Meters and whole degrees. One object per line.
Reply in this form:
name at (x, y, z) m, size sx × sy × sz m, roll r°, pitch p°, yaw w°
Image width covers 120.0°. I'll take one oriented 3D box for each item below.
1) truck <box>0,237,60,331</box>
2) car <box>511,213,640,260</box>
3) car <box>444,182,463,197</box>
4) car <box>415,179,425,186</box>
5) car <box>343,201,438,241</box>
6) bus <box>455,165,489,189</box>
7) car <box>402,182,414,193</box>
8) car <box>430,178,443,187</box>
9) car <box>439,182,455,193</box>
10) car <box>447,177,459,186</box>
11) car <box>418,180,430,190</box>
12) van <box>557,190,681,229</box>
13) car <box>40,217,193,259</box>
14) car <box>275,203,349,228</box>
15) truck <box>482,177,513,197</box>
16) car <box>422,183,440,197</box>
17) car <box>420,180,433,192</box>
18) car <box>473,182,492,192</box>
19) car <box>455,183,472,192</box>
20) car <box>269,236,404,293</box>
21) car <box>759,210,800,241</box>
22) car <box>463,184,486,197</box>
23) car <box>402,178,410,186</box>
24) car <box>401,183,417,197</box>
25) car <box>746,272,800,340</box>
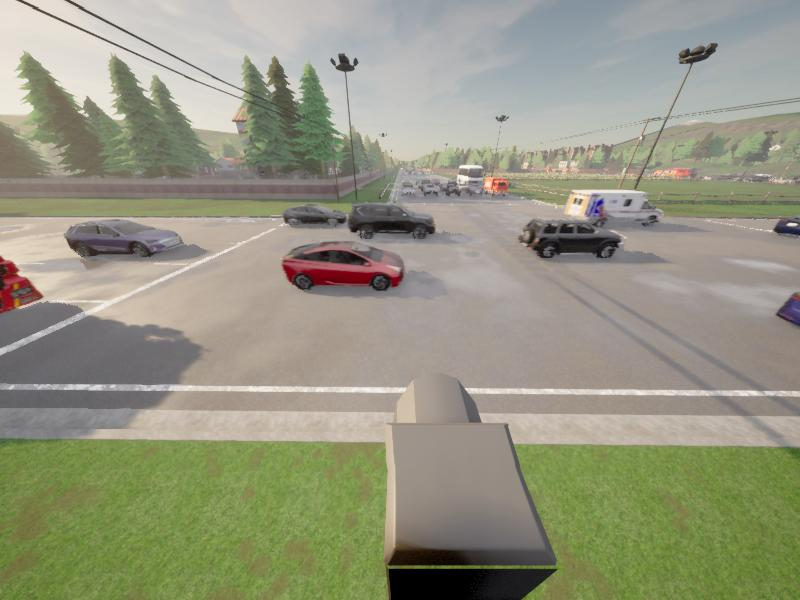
truck at (-15.504, -0.746, 5.474) m, size 8.468 × 3.827 × 2.891 m, roll 0°, pitch 30°, yaw 1°
car at (8.593, -3.276, 11.802) m, size 4.605 × 1.855 × 1.932 m, roll 0°, pitch 30°, yaw 1°
car at (8.311, -17.424, 36.294) m, size 1.905 × 1.878 × 3.866 m, roll 0°, pitch 30°, yaw 0°
car at (4.911, -29.186, 57.190) m, size 1.994 × 1.385 × 4.181 m, roll 0°, pitch 30°, yaw 0°
car at (-0.542, -5.149, 14.876) m, size 5.566 × 2.045 × 2.150 m, roll 0°, pitch 30°, yaw 0°
bus at (15.522, -27.360, 51.123) m, size 3.944 × 4.253 × 10.273 m, roll 1°, pitch 30°, yaw 0°
car at (1.339, -20.637, 42.224) m, size 2.007 × 1.525 × 4.514 m, roll 0°, pitch 30°, yaw 0°
car at (8.393, -27.344, 53.580) m, size 2.097 × 1.767 × 4.553 m, roll 0°, pitch 30°, yaw 0°
car at (8.336, -20.342, 41.702) m, size 1.882 × 1.535 × 5.008 m, roll 0°, pitch 30°, yaw 0°
car at (13.349, -29.904, 58.188) m, size 2.152 × 1.651 × 5.027 m, roll 1°, pitch 30°, yaw 2°
car at (4.868, -24.178, 48.353) m, size 2.038 × 1.542 × 4.974 m, roll 0°, pitch 30°, yaw 0°
van at (16.276, -6.972, 17.654) m, size 6.366 × 2.431 × 2.351 m, roll 0°, pitch 30°, yaw 1°
car at (-14.413, -3.293, 12.080) m, size 4.856 × 1.649 × 2.033 m, roll 0°, pitch 30°, yaw 0°
car at (-6.663, -6.687, 18.107) m, size 4.792 × 1.488 × 2.163 m, roll 0°, pitch 30°, yaw 1°
truck at (15.314, -17.992, 36.694) m, size 2.627 × 2.467 × 5.204 m, roll 0°, pitch 30°, yaw 0°
car at (4.803, -17.535, 36.755) m, size 2.152 × 1.651 × 5.027 m, roll 0°, pitch 30°, yaw 0°
car at (4.840, -21.046, 42.568) m, size 1.905 × 1.878 × 3.866 m, roll 0°, pitch 30°, yaw 0°
car at (15.347, -21.159, 43.286) m, size 1.994 × 1.385 × 4.181 m, roll 0°, pitch 30°, yaw 0°
car at (11.845, -21.174, 43.385) m, size 1.895 × 1.301 × 4.718 m, roll 0°, pitch 30°, yaw 0°
car at (-2.105, -1.431, 8.959) m, size 4.514 × 1.525 × 2.007 m, roll 0°, pitch 30°, yaw 1°
car at (27.383, -4.752, 14.755) m, size 4.792 × 1.488 × 2.163 m, roll 0°, pitch 30°, yaw 1°
car at (11.815, -17.697, 37.146) m, size 2.128 × 1.511 × 4.902 m, roll 0°, pitch 30°, yaw 0°
car at (1.408, -29.218, 57.034) m, size 1.801 × 1.575 × 5.366 m, roll 0°, pitch 30°, yaw 0°
car at (1.309, -17.328, 36.348) m, size 2.242 × 1.667 × 4.611 m, roll 0°, pitch 30°, yaw 0°
car at (13.049, 0.421, 5.796) m, size 4.792 × 1.488 × 2.163 m, roll 0°, pitch 30°, yaw 1°
